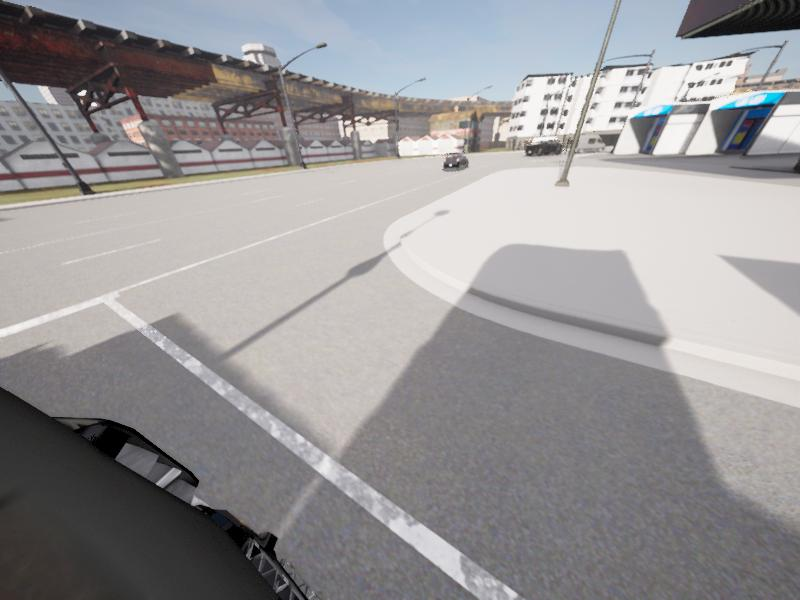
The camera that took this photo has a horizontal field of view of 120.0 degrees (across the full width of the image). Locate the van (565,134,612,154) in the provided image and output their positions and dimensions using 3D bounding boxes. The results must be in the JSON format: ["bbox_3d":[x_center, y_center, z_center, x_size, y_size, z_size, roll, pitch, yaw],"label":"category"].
[{"bbox_3d":[31.290,-25.945,38.488,5.915,2.561,1.988,-7,34,-7],"label":"van"}]

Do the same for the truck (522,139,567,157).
[{"bbox_3d":[23.173,-24.356,37.099,6.274,2.098,2.390,-16,36,-20],"label":"truck"}]

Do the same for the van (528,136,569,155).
[{"bbox_3d":[26.234,-27.239,40.823,5.915,2.561,1.988,-11,34,-12],"label":"van"}]

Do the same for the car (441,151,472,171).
[{"bbox_3d":[5.790,-14.173,23.545,1.845,1.501,3.633,16,38,26],"label":"car"}]
